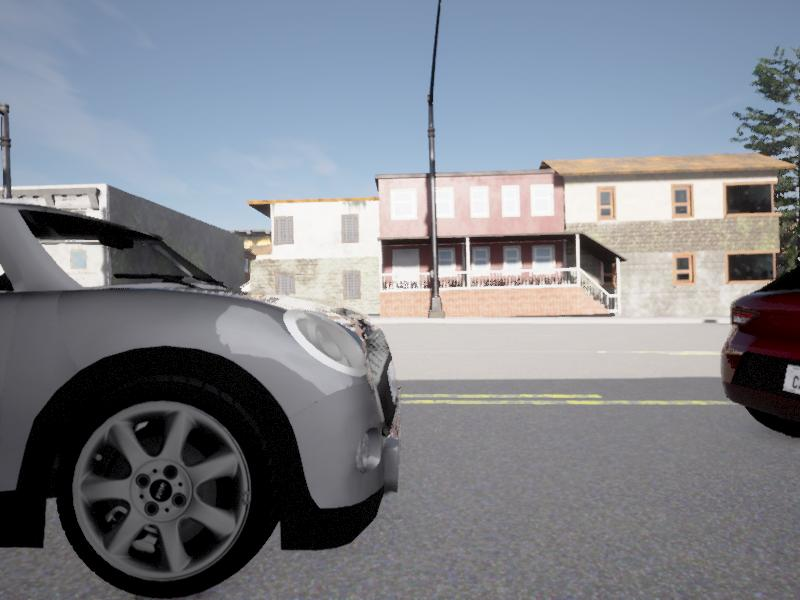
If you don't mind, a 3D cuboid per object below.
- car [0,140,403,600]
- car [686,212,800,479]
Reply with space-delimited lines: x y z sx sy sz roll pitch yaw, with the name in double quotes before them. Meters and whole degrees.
"car" -1.900 0.263 2.237 3.806 1.475 1.970 0 0 1
"car" 4.306 0.254 2.168 4.193 1.474 1.816 0 0 1
